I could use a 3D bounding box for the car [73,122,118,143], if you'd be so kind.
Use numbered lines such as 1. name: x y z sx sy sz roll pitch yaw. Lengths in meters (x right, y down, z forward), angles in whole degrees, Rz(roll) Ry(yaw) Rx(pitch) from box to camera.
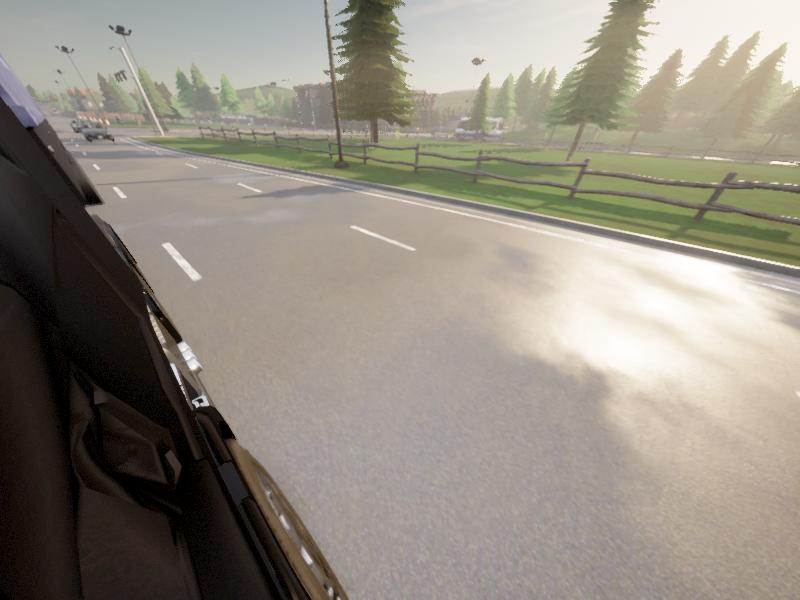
1. car: -28.921 -15.943 21.945 4.193 1.474 1.816 28 44 30

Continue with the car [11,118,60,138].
1. car: -37.791 -17.941 24.064 4.902 1.511 2.128 28 44 30

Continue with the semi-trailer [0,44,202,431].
1. semi-trailer: -8.699 -3.597 4.236 14.254 4.402 2.717 28 44 30

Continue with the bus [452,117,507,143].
1. bus: 17.274 -37.681 51.164 10.273 4.253 3.944 28 44 30

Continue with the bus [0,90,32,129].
1. bus: -60.687 -28.626 34.682 10.273 4.253 3.944 28 44 30

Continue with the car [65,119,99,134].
1. car: -41.905 -22.876 30.417 3.806 1.475 1.970 28 44 30

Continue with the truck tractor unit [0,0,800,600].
1. truck tractor unit: -2.645 -0.295 0.351 6.516 4.208 3.053 28 44 30

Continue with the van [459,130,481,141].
1. van: 16.797 -39.865 55.925 4.442 1.987 1.775 28 44 30
